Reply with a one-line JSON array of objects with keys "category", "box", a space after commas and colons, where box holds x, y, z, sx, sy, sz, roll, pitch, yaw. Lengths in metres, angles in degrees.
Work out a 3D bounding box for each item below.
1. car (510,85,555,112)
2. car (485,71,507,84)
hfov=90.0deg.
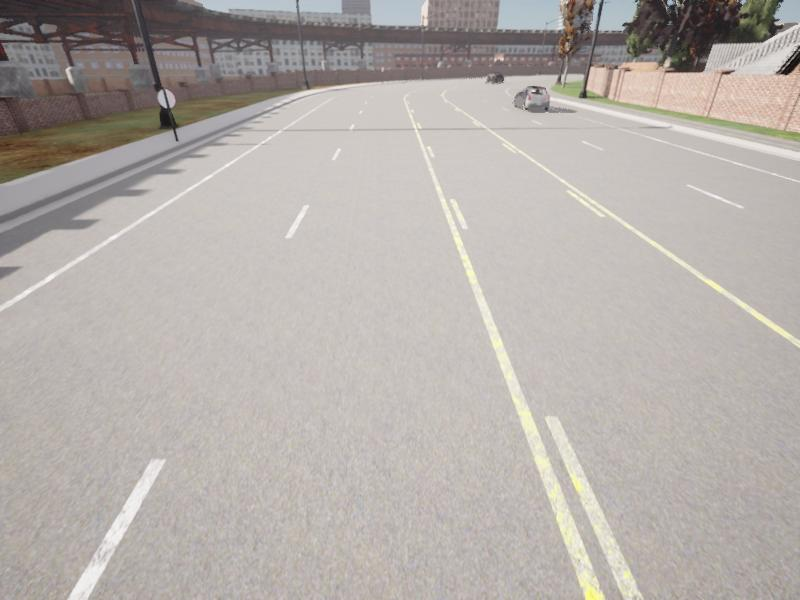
[{"category": "car", "box": [9.488, -14.628, 28.943, 1.845, 1.501, 3.633, -1, 31, -1]}, {"category": "car", "box": [14.785, -34.281, 61.612, 1.789, 1.549, 3.705, 18, 35, 29]}]
